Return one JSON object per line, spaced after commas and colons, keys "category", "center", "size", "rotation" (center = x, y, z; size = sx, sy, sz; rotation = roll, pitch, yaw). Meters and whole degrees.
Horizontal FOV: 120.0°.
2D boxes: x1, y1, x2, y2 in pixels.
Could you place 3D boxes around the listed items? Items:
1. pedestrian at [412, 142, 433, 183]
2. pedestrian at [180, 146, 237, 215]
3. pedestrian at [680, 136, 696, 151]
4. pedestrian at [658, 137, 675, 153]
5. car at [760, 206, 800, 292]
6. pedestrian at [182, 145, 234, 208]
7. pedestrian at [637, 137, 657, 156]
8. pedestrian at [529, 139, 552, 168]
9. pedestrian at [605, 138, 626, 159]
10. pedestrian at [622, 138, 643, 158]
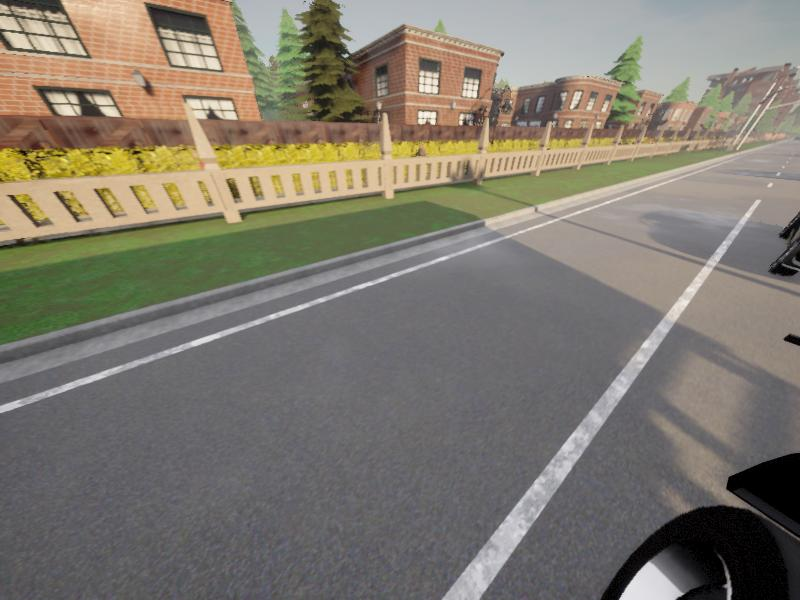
{"category": "pedestrian", "center": [1.178, -7.391, 12.426], "size": [0.751, 1.860, 0.751], "rotation": [-23, 41, -28]}
{"category": "pedestrian", "center": [-6.167, -3.897, 7.553], "size": [0.751, 1.860, 0.751], "rotation": [-22, 41, -28]}
{"category": "pedestrian", "center": [45.513, -24.729, 36.541], "size": [0.751, 1.860, 0.751], "rotation": [-23, 41, -28]}
{"category": "pedestrian", "center": [38.524, -22.492, 33.444], "size": [0.751, 1.860, 0.751], "rotation": [-21, 40, -27]}
{"category": "car", "center": [9.489, -1.364, 4.327], "size": [5.027, 1.651, 2.152], "rotation": [-22, 41, -27]}
{"category": "pedestrian", "center": [-6.844, -4.429, 8.312], "size": [0.751, 1.860, 0.751], "rotation": [-22, 41, -28]}
{"category": "pedestrian", "center": [29.693, -18.464, 27.828], "size": [0.751, 1.860, 0.751], "rotation": [-17, 38, -22]}
{"category": "pedestrian", "center": [11.081, -11.592, 18.275], "size": [0.751, 1.860, 0.751], "rotation": [-23, 41, -28]}
{"category": "pedestrian", "center": [23.049, -16.224, 24.724], "size": [0.751, 1.860, 0.751], "rotation": [-18, 39, -24]}
{"category": "pedestrian", "center": [25.499, -16.666, 25.325], "size": [0.751, 1.860, 0.751], "rotation": [-21, 40, -26]}
